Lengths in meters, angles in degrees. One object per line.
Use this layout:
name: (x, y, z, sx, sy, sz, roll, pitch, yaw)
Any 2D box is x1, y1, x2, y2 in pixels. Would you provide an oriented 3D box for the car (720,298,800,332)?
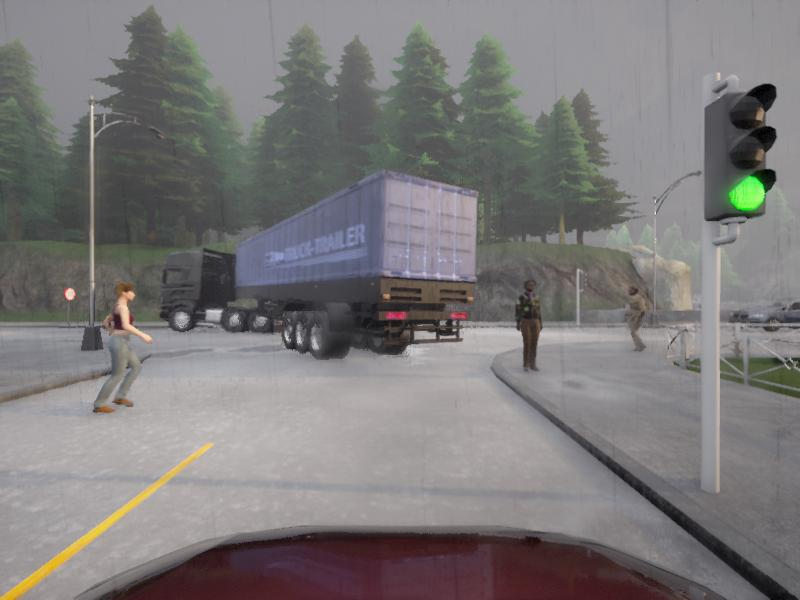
car: (19.419, 0.712, 20.263, 4.611, 1.667, 2.242, 0, 0, 0)

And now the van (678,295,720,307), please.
van: (58.085, 0.204, 77.810, 6.366, 2.431, 2.351, 0, 0, 0)

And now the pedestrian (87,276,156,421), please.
pedestrian: (-3.954, 0.625, 5.679, 0.751, 1.860, 0.751, 0, 0, -37)

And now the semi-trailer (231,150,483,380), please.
semi-trailer: (-3.174, -0.672, 14.342, 2.717, 4.402, 14.254, 1, -1, -33)

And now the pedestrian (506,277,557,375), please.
pedestrian: (2.632, 0.498, 8.058, 0.751, 1.860, 0.751, 0, 0, -4)

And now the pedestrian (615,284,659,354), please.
pedestrian: (6.519, 0.500, 11.027, 0.751, 1.860, 0.751, 0, 0, -5)

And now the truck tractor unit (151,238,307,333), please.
truck tractor unit: (-8.340, -0.581, 19.843, 6.516, 4.208, 3.053, 0, -2, 14)
